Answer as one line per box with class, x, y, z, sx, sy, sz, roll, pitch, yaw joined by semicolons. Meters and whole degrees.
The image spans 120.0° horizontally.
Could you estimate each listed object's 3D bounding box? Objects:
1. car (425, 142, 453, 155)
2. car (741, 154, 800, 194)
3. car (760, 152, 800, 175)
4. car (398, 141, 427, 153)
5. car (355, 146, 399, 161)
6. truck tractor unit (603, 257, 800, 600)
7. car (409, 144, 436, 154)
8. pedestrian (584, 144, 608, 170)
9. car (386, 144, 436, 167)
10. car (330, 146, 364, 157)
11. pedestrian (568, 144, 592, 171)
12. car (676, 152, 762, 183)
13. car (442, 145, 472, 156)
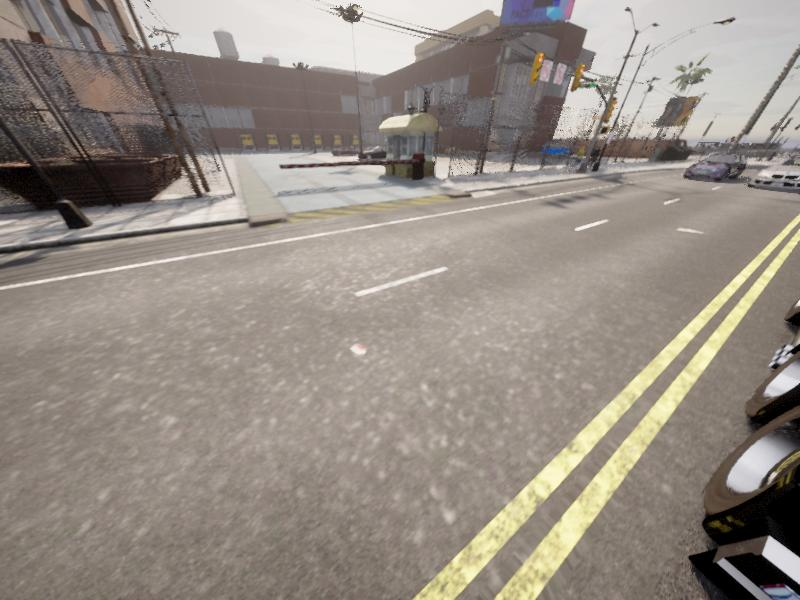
car;7.071;-27.882;42.466;4.553;1.767;2.185;-19;39;-25
car;22.881;-7.378;13.359;4.611;1.667;2.242;-16;38;-22
car;35.465;-12.034;20.293;4.514;1.525;2.007;-6;35;-8
car;2.524;-32.056;48.392;5.566;2.045;2.435;-19;39;-25
car;-2.839;-18.593;29.233;5.008;1.535;2.097;-19;39;-25
truck tractor unit;5.098;-0.313;0.802;6.516;4.208;3.053;-19;39;-25
car;4.485;-30.173;46.172;4.786;1.482;2.161;-19;39;-25
pedestrian;17.289;-12.633;20.402;0.751;1.860;0.751;-24;42;-31
car;1.102;-14.973;23.834;4.553;1.767;2.185;-19;39;-25
car;-8.371;-23.547;36.660;4.718;1.301;1.895;-19;39;-25
pedestrian;14.878;-11.760;19.125;0.751;1.860;0.751;-18;39;-24
car;22.789;-9.562;16.540;4.856;1.649;2.033;-16;38;-22
car;9.590;-25.308;39.073;4.674;1.452;2.002;-19;39;-25
